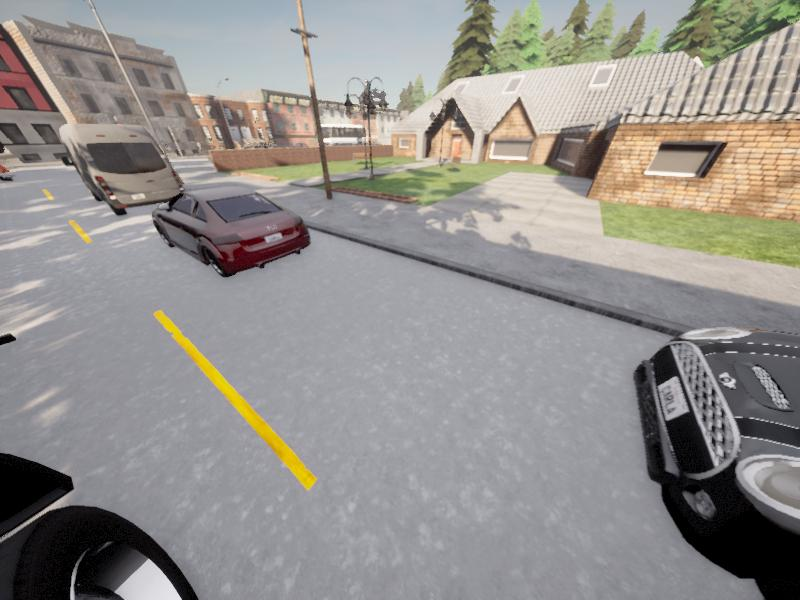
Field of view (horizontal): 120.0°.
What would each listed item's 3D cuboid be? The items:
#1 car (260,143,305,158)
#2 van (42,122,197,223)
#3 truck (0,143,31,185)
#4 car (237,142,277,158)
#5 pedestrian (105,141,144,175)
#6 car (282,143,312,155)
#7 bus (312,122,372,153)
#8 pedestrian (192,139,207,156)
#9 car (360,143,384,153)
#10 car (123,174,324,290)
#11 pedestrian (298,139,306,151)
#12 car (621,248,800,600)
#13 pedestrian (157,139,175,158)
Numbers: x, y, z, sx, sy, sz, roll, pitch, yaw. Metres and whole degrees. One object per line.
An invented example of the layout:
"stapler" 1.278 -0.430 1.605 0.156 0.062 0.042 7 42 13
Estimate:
"car" -15.756 -20.220 31.238 1.882 1.535 5.008 22 40 28
"van" -10.674 -5.010 8.779 5.915 2.561 1.988 23 41 29
"truck" -25.329 -8.014 12.992 5.204 2.467 2.627 12 36 14
"car" -19.812 -20.958 32.203 1.851 1.617 3.988 22 41 28
"pedestrian" -18.521 -9.577 15.575 0.751 1.860 0.751 -14 37 -19
"car" -16.146 -23.906 36.482 1.845 1.501 3.633 22 41 28
"bus" -10.143 -29.778 42.502 3.944 4.253 10.273 22 41 28
"pedestrian" -26.820 -20.397 30.921 0.751 1.860 0.751 30 44 35
"car" -5.194 -28.788 43.563 1.812 1.442 4.674 22 41 28
"car" -4.097 -1.902 5.416 4.181 1.385 1.994 22 41 28
"pedestrian" -18.572 -29.417 43.877 0.751 1.860 0.751 17 38 22
"car" 3.737 1.244 0.897 3.806 1.475 1.970 22 41 28
"pedestrian" -28.765 -18.662 28.442 0.751 1.860 0.751 27 43 32
